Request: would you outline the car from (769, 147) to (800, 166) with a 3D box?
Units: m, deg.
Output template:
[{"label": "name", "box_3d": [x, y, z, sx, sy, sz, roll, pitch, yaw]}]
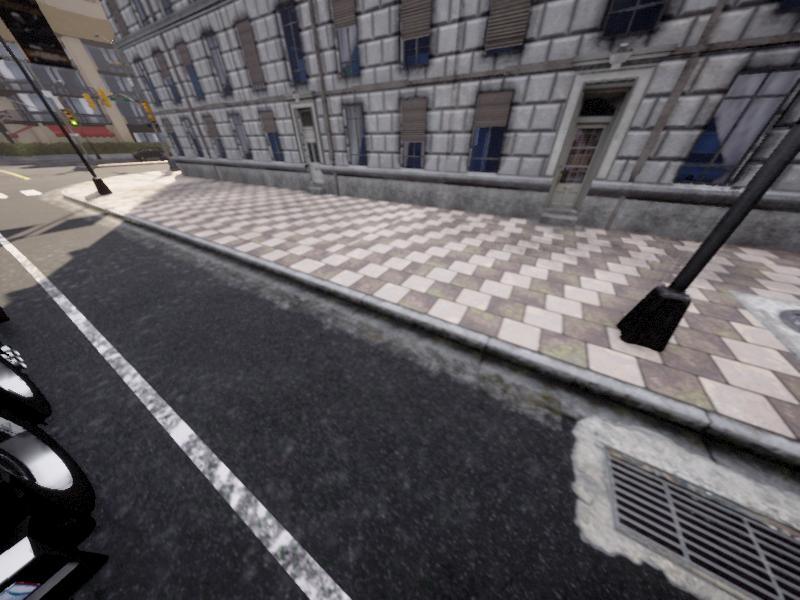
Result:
[{"label": "car", "box_3d": [40.078, -13.734, 22.146, 1.812, 1.442, 4.674, -18, 39, -24]}]

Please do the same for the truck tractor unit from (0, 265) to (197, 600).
[{"label": "truck tractor unit", "box_3d": [-5.112, -0.299, 0.779, 6.516, 4.208, 3.053, 18, 39, 24]}]

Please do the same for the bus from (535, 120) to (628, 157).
[{"label": "bus", "box_3d": [27.581, -25.204, 36.257, 10.273, 4.253, 3.944, 16, 37, 22]}]
